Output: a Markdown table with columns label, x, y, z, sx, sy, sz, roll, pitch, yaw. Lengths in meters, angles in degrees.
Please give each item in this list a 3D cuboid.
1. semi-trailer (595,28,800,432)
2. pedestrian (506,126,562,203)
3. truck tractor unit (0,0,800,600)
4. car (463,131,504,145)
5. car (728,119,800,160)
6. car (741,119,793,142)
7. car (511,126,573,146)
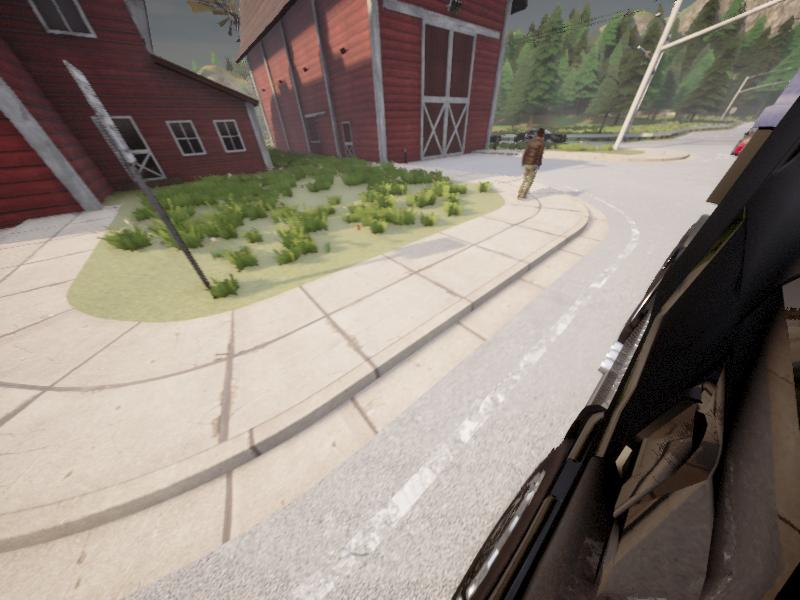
| label | x | y | z | sx | sy | sz | roll | pitch | yaw |
| --- | --- | --- | --- | --- | --- | --- | --- | --- | --- |
| semi-trailer | 8.841 | -3.510 | 4.073 | 14.254 | 4.402 | 2.717 | -27 | 43 | -28 |
| pedestrian | 3.943 | -4.035 | 6.935 | 0.751 | 1.860 | 0.751 | -27 | 43 | -29 |
| truck tractor unit | 2.645 | -0.295 | 0.351 | 6.516 | 4.208 | 3.053 | -28 | 44 | -30 |
| car | 10.803 | -21.238 | 30.278 | 1.895 | 1.301 | 4.718 | -27 | 43 | -29 |
| car | 21.942 | -9.589 | 13.689 | 4.611 | 1.667 | 2.242 | -28 | 44 | -30 |
| car | 32.627 | -15.201 | 20.672 | 4.193 | 1.474 | 1.816 | -30 | 44 | -31 |
| car | 15.433 | -18.090 | 25.502 | 1.930 | 1.638 | 5.238 | -27 | 43 | -29 |
